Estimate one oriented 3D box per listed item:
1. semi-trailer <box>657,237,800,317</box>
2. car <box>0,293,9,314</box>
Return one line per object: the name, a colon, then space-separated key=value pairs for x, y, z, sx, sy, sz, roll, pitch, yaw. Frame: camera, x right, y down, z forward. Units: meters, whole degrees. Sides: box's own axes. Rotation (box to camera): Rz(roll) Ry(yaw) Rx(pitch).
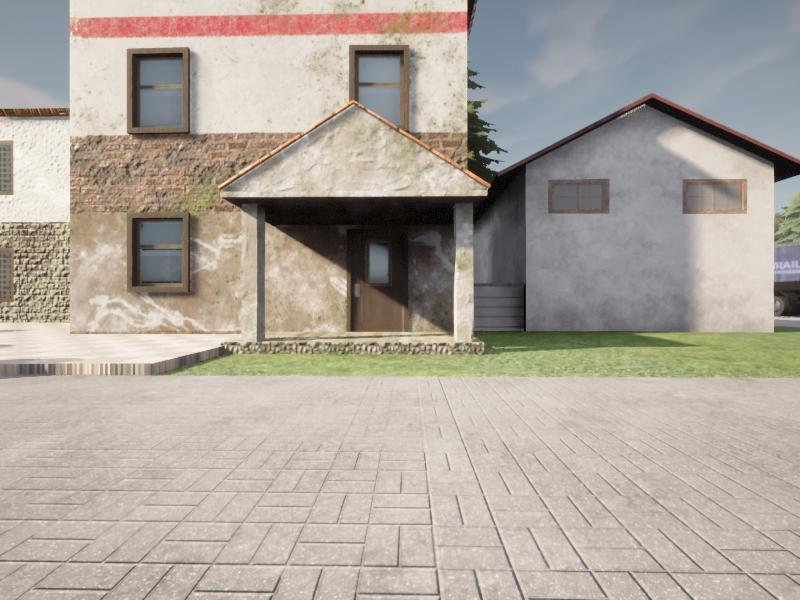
semi-trailer: x=23.354 y=-1.225 z=27.294 sx=2.717 sy=4.402 sz=14.254 roll=0 pitch=0 yaw=1
car: x=-29.979 y=0.253 z=27.732 sx=1.970 sy=1.475 sz=3.806 roll=0 pitch=0 yaw=1
